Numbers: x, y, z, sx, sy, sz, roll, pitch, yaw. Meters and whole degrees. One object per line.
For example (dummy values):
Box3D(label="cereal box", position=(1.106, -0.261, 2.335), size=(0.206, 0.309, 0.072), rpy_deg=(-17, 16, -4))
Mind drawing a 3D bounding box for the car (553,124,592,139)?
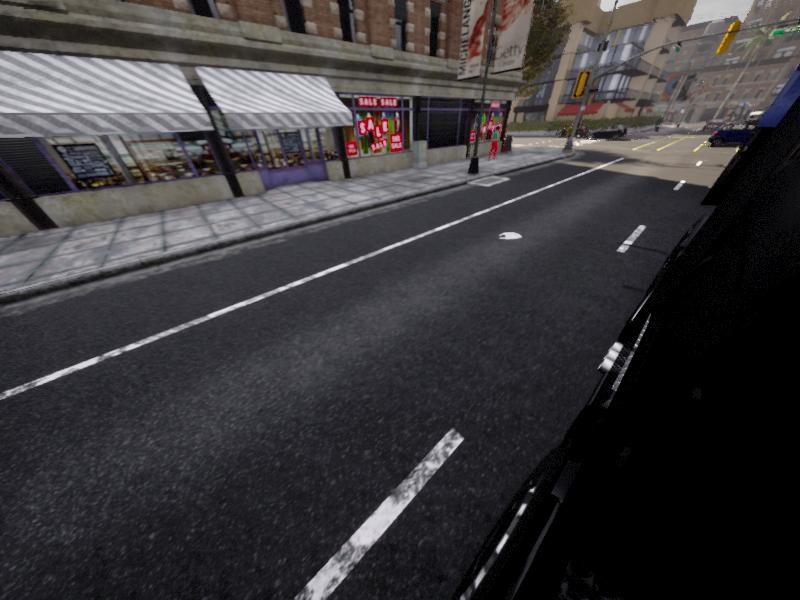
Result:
Box3D(label="car", position=(23.942, -23.421, 32.132), size=(1.789, 1.549, 3.705), rpy_deg=(-29, 44, -31))

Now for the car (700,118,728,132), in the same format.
Box3D(label="car", position=(46.936, -26.148, 34.484), size=(4.674, 1.442, 1.812), rpy_deg=(-29, 44, -30))

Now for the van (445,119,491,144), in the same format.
Box3D(label="van", position=(9.404, -23.804, 32.692), size=(1.988, 2.561, 5.915), rpy_deg=(-29, 45, -31))

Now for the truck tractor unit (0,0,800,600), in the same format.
Box3D(label="truck tractor unit", position=(2.645, -0.295, 0.351), size=(6.516, 4.208, 3.053), rpy_deg=(-28, 44, -30))

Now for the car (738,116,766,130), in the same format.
Box3D(label="car", position=(53.653, -27.044, 35.276), size=(4.674, 1.442, 1.812), rpy_deg=(-29, 44, -30))

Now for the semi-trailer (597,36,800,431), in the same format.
Box3D(label="semi-trailer", position=(8.747, -3.566, 4.188), size=(14.254, 4.402, 2.717), rpy_deg=(-28, 43, -29))

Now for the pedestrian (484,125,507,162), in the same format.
Box3D(label="pedestrian", position=(6.016, -9.911, 14.649), size=(0.751, 1.860, 0.751), rpy_deg=(-29, 44, -31))

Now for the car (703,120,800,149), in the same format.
Box3D(label="car", position=(26.089, -12.408, 17.325), size=(1.789, 1.549, 3.705), rpy_deg=(-29, 44, -31))

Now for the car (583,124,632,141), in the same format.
Box3D(label="car", position=(24.269, -19.672, 27.135), size=(1.845, 1.501, 3.633), rpy_deg=(-26, 42, -28))

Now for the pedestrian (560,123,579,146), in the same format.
Box3D(label="pedestrian", position=(17.091, -16.706, 23.298), size=(0.751, 1.860, 0.751), rpy_deg=(-29, 44, -30))

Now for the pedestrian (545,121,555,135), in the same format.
Box3D(label="pedestrian", position=(24.688, -28.295, 38.036), size=(0.751, 1.860, 0.751), rpy_deg=(23, 44, 30))

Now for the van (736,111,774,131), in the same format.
Box3D(label="van", position=(48.747, -24.606, 31.821), size=(4.480, 2.038, 2.069), rpy_deg=(-29, 44, -31))
